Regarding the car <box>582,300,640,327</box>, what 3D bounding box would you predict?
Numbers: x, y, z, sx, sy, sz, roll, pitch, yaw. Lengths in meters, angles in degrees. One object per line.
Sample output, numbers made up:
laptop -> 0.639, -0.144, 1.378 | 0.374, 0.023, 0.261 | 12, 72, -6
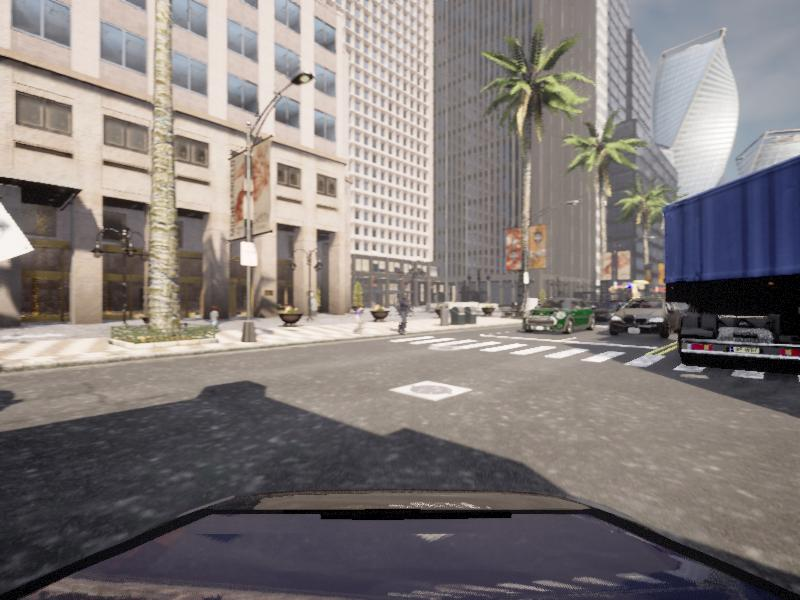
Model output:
car -> 13.640, 0.806, 25.723 | 2.038, 1.542, 4.974 | 0, 0, 44

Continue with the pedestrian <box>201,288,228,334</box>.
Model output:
pedestrian -> -7.709, 0.458, 16.642 | 0.751, 1.860, 0.751 | 0, 0, 31

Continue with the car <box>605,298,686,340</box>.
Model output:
car -> 11.235, 0.742, 18.162 | 2.242, 1.667, 4.611 | 0, 0, 44

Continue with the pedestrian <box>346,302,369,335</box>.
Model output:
pedestrian -> -1.729, 0.743, 16.401 | 0.751, 1.300, 0.751 | 0, 0, 10

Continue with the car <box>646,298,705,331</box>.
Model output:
car -> 15.963, 0.758, 23.088 | 2.033, 1.649, 4.856 | 0, 1, 44

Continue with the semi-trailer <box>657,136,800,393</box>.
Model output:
semi-trailer -> 8.023, -0.629, 3.882 | 2.717, 4.402, 14.254 | -1, 0, 4

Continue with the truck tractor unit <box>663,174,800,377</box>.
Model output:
truck tractor unit -> 9.666, -0.527, 11.359 | 3.053, 4.208, 6.516 | 0, 0, 39

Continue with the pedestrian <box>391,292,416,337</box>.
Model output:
pedestrian -> 0.141, 0.612, 17.335 | 0.751, 1.860, 0.751 | 0, 0, -42

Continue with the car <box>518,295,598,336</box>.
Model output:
car -> 7.893, 0.675, 19.732 | 2.097, 1.767, 4.553 | 0, 0, 44
